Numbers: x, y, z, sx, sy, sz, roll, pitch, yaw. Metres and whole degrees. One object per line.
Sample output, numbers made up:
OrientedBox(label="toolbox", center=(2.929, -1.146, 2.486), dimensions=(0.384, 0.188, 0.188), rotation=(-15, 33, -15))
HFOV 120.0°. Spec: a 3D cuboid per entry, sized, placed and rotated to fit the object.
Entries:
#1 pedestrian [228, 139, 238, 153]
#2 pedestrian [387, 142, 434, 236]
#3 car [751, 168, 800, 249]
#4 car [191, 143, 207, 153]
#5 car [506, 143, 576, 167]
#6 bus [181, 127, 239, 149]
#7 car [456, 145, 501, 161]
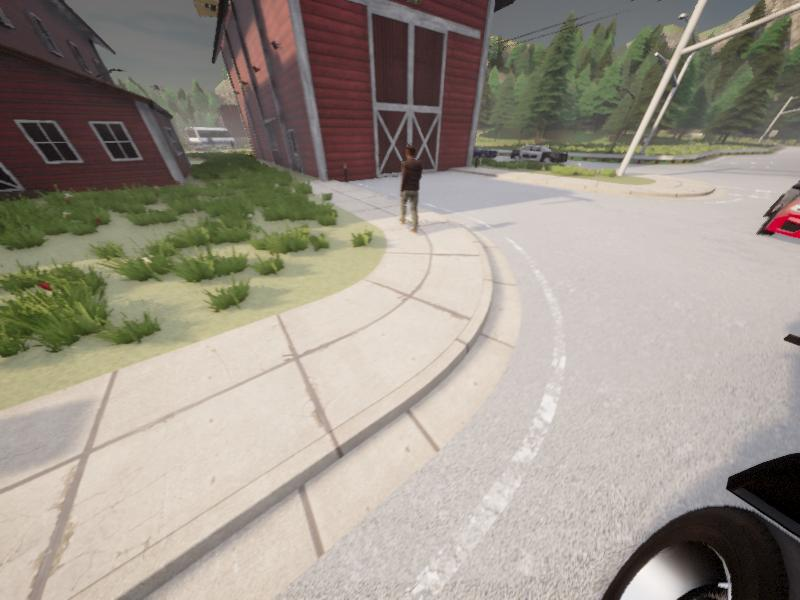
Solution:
OrientedBox(label="pedestrian", center=(-27.712, -25.501, 38.256), dimensions=(0.751, 1.860, 0.751), rotation=(-21, 40, -27))
OrientedBox(label="pedestrian", center=(0.212, -2.591, 5.452), dimensions=(0.751, 1.860, 0.751), rotation=(-13, 37, -17))
OrientedBox(label="car", center=(11.563, -2.490, 5.833), dimensions=(4.611, 1.667, 2.242), rotation=(-23, 41, -29))
OrientedBox(label="car", center=(-38.648, -29.331, 44.391), dimensions=(1.816, 1.474, 4.193), rotation=(-22, 41, -28))
OrientedBox(label="car", center=(13.352, -14.131, 22.325), dimensions=(1.930, 1.638, 5.238), rotation=(-22, 41, -28))
OrientedBox(label="bus", center=(-47.056, -40.532, 57.874), dimensions=(3.944, 4.253, 10.273), rotation=(9, 36, 13))
OrientedBox(label="car", center=(9.160, -17.467, 27.370), dimensions=(1.895, 1.301, 4.718), rotation=(-22, 41, -28))
